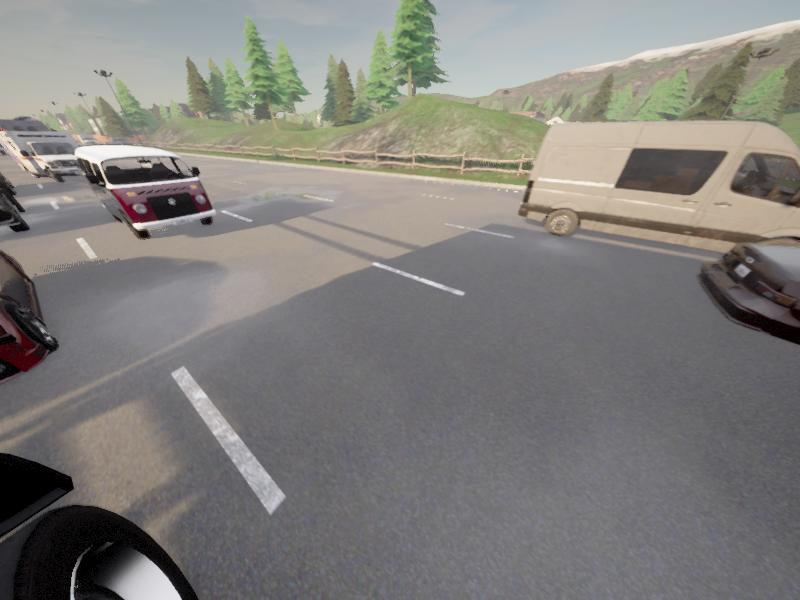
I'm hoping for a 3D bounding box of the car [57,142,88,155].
[{"bbox_3d":[-48.333,-22.442,34.092,3.633,1.501,1.845,23,41,28],"label":"car"}]

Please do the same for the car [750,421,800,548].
[{"bbox_3d":[4.072,1.736,0.155,3.633,1.501,1.845,23,41,28],"label":"car"}]

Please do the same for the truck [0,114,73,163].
[{"bbox_3d":[-39.205,-17.124,24.616,8.468,3.827,2.891,23,41,28],"label":"truck"}]

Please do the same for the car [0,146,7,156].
[{"bbox_3d":[-55.267,-20.507,30.989,4.605,1.855,1.932,23,41,28],"label":"car"}]

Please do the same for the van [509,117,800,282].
[{"bbox_3d":[6.325,-2.689,5.581,5.915,2.561,1.988,22,41,28],"label":"van"}]

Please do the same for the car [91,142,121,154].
[{"bbox_3d":[-46.479,-24.127,36.548,3.806,1.475,1.970,22,41,28],"label":"car"}]

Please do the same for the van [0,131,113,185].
[{"bbox_3d":[-21.296,-8.811,14.162,6.366,2.431,2.351,18,39,23],"label":"van"}]

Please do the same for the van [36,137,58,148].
[{"bbox_3d":[-79.448,-35.517,52.028,4.442,1.987,1.775,22,41,28],"label":"van"}]

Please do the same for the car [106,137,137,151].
[{"bbox_3d":[-52.153,-29.188,43.192,5.566,2.045,2.150,23,41,28],"label":"car"}]

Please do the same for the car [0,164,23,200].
[{"bbox_3d":[-19.363,-5.474,10.260,4.792,1.488,2.163,22,41,28],"label":"car"}]

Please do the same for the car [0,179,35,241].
[{"bbox_3d":[-12.839,-2.831,6.432,5.027,1.651,2.152,23,41,28],"label":"car"}]

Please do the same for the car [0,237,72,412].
[{"bbox_3d":[-6.048,0.116,2.565,4.181,1.385,1.994,22,40,28],"label":"car"}]

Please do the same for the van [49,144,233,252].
[{"bbox_3d":[-7.382,-3.215,6.659,4.480,2.038,2.069,22,41,28],"label":"van"}]

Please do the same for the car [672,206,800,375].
[{"bbox_3d":[6.858,0.460,2.107,5.357,1.411,2.033,22,41,28],"label":"car"}]

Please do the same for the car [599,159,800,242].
[{"bbox_3d":[9.899,-3.321,7.286,5.238,1.638,1.930,23,41,28],"label":"car"}]
